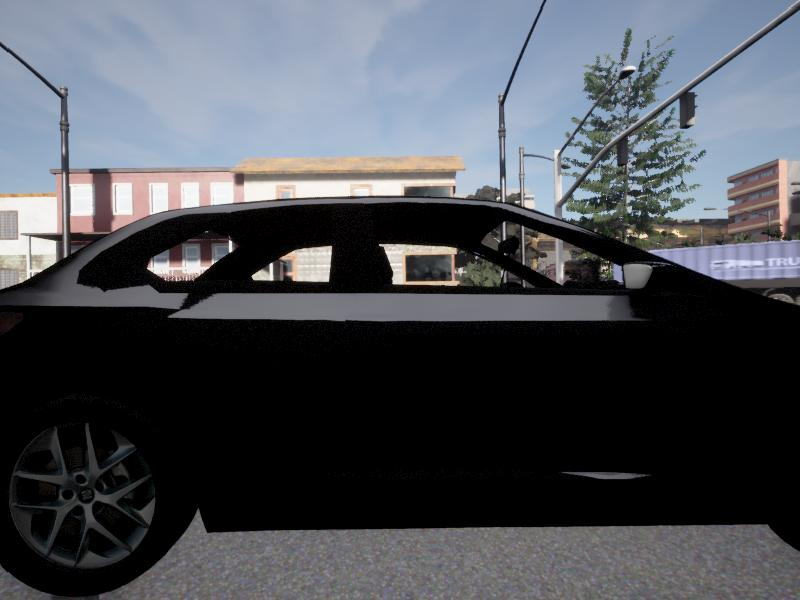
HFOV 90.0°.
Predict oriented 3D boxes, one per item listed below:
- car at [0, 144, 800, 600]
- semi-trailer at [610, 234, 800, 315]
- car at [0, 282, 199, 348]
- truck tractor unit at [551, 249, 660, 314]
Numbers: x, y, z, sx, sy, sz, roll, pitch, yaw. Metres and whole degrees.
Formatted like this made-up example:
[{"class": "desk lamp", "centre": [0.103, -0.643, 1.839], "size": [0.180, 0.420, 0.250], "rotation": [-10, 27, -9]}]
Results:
[{"class": "car", "centre": [0.342, 0.254, 2.184], "size": [4.193, 1.474, 1.816], "rotation": [0, 0, -1]}, {"class": "semi-trailer", "centre": [20.977, -1.388, 24.269], "size": [14.254, 4.402, 2.717], "rotation": [-1, 0, 40]}, {"class": "car", "centre": [-7.380, 0.300, 9.011], "size": [4.718, 1.301, 1.895], "rotation": [1, 0, -1]}, {"class": "truck tractor unit", "centre": [14.997, -1.185, 29.447], "size": [6.516, 4.208, 3.053], "rotation": [-1, 0, 43]}]
